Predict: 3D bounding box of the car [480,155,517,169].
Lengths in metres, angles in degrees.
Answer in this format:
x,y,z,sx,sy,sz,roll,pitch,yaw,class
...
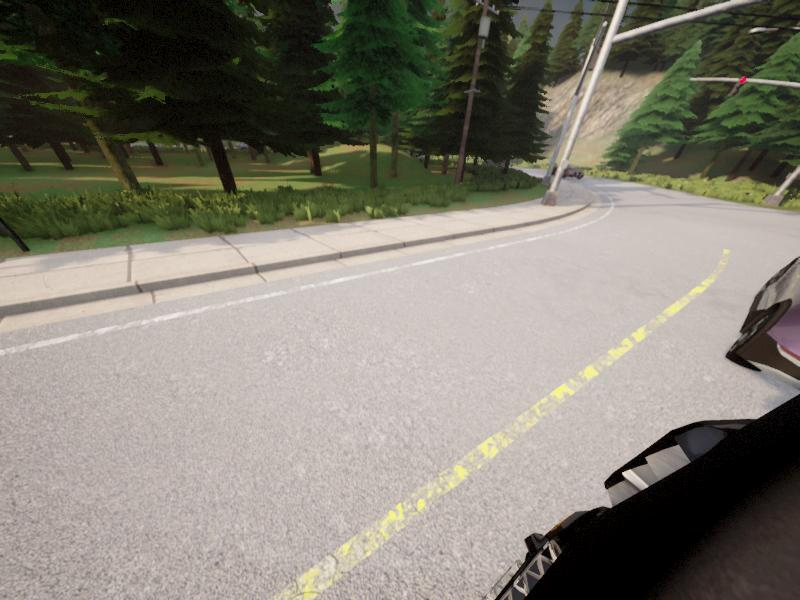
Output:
x,y,z,sx,sy,sz,roll,pitch,yaw,class
15.619,-22.039,36.854,2.152,1.651,5.027,-14,37,-24,car

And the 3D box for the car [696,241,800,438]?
x,y,z,sx,sy,sz,roll,pitch,yaw,class
6.133,0.164,2.696,4.856,1.649,2.033,-17,39,-28,car

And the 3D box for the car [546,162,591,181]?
x,y,z,sx,sy,sz,roll,pitch,yaw,class
18.802,-14.570,26.086,1.994,1.385,4.181,2,34,-2,car
